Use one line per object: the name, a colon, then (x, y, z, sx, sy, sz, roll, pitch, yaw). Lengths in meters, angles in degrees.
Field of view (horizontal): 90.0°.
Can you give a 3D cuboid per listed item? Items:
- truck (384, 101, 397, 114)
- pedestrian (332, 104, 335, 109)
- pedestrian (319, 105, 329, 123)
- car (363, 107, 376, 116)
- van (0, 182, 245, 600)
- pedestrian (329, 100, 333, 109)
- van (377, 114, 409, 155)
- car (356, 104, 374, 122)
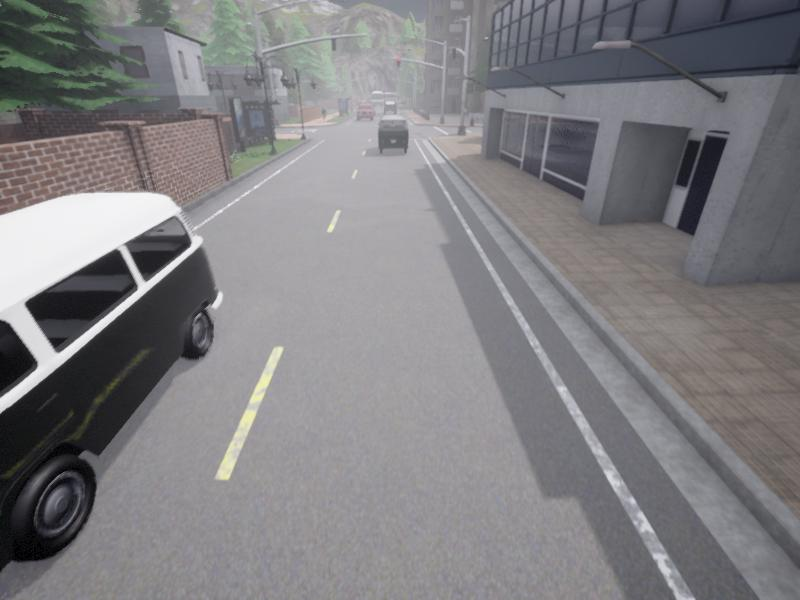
truck: (-1.855, -36.376, 75.654, 2.390, 2.098, 6.274, -1, 27, -1)
pedestrian: (-16.724, -48.472, 100.088, 0.500, 1.100, 0.500, -12, 29, -21)
pedestrian: (-9.082, -22.134, 47.656, 0.751, 1.860, 0.751, -17, 32, -30)
car: (-5.146, -32.167, 68.222, 1.994, 1.385, 4.181, -1, 27, -1)
van: (-3.357, 0.398, 3.672, 2.069, 2.038, 4.480, -1, 27, -1)
pedestrian: (-17.359, -49.111, 100.507, 0.751, 1.860, 0.751, 1, 27, 3)
van: (-0.432, -10.187, 24.464, 1.775, 1.987, 4.442, -1, 27, -1)
car: (-4.783, -25.842, 55.084, 2.150, 2.045, 5.566, -1, 27, -1)
